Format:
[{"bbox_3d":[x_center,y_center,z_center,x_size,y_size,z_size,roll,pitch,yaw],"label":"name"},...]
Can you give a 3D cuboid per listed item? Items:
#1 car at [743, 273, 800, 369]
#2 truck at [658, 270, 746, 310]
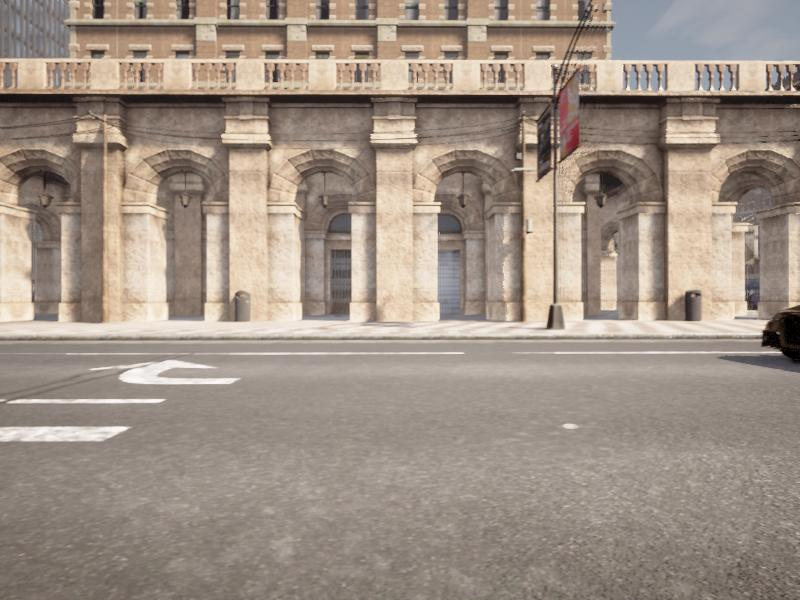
[{"bbox_3d":[7.872,0.295,5.748,4.181,1.385,1.994,0,0,-1],"label":"car"},{"bbox_3d":[31.600,-0.974,42.414,2.891,3.827,8.468,0,0,0],"label":"truck"}]
